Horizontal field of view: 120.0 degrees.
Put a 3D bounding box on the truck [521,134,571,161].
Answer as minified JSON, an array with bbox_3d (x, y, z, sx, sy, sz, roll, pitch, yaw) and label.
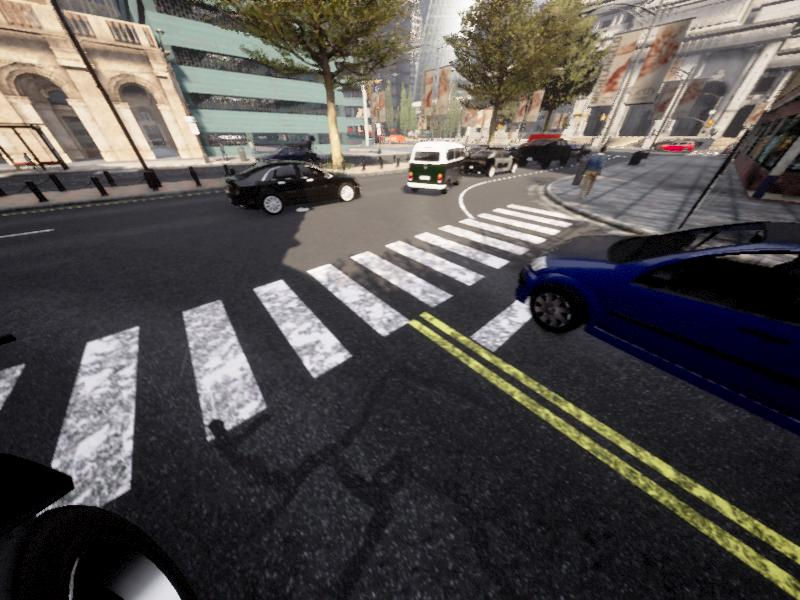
[{"bbox_3d":[17.239,-18.114,27.305,5.204,2.467,2.627,-27,43,-32],"label":"truck"}]

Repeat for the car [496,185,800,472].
[{"bbox_3d":[3.509,0.048,2.436,1.851,1.617,3.988,-25,42,-30],"label":"car"}]

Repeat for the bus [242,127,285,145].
[{"bbox_3d":[-43.013,-51.774,73.040,10.273,4.253,3.944,-24,42,-30],"label":"bus"}]

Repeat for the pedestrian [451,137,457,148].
[{"bbox_3d":[11.323,-32.803,48.206,0.751,1.860,0.751,-19,40,-25],"label":"pedestrian"}]

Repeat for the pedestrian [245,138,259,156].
[{"bbox_3d":[-18.408,-18.982,28.670,0.751,1.860,0.751,-29,44,-34],"label":"pedestrian"}]

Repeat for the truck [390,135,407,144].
[{"bbox_3d":[-0.577,-53.717,77.414,5.204,2.467,2.627,22,41,28],"label":"truck"}]

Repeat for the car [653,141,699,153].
[{"bbox_3d":[46.491,-25.911,39.042,4.611,1.667,2.242,30,45,35],"label":"car"}]

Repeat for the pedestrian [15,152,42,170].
[{"bbox_3d":[-26.923,-10.073,16.757,0.500,1.100,0.500,-27,43,-33],"label":"pedestrian"}]

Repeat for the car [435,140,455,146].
[{"bbox_3d":[12.991,-45.419,66.675,2.033,1.411,5.357,-26,43,-32],"label":"car"}]

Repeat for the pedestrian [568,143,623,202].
[{"bbox_3d":[7.397,-4.859,8.832,0.751,1.860,0.751,-21,41,-27],"label":"pedestrian"}]

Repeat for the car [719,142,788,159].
[{"bbox_3d":[46.483,-19.912,30.592,2.242,1.667,4.611,-27,43,-32],"label":"car"}]

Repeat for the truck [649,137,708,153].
[{"bbox_3d":[49.209,-27.563,41.004,2.390,2.098,6.274,-26,43,-32],"label":"truck"}]

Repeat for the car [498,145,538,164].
[{"bbox_3d":[12.322,-15.239,24.102,3.806,1.475,1.970,-27,43,-32],"label":"car"}]

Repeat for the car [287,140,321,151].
[{"bbox_3d":[-16.946,-27.463,41.020,4.902,1.511,2.128,-27,43,-32],"label":"car"}]

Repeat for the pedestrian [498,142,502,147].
[{"bbox_3d":[25.158,-39.216,58.189,0.500,1.100,0.500,-27,43,-33],"label":"pedestrian"}]

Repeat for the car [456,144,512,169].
[{"bbox_3d":[7.561,-12.918,20.679,5.238,1.638,1.930,-27,43,-32],"label":"car"}]

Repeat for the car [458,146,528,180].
[{"bbox_3d":[6.573,-9.738,16.197,5.238,1.638,1.930,-27,43,-32],"label":"car"}]

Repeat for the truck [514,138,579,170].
[{"bbox_3d":[13.193,-13.247,20.761,6.274,2.098,2.390,-27,43,-32],"label":"truck"}]

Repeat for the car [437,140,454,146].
[{"bbox_3d":[12.267,-42.806,63.008,1.994,1.385,4.181,-26,43,-32],"label":"car"}]

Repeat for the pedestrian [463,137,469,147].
[{"bbox_3d":[15.177,-36.331,53.183,0.751,1.860,0.751,15,38,20],"label":"pedestrian"}]

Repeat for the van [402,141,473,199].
[{"bbox_3d":[1.989,-6.660,11.507,2.069,2.038,4.480,15,38,20],"label":"van"}]

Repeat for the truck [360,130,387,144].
[{"bbox_3d":[-8.969,-54.547,77.391,8.468,3.827,2.891,15,38,20],"label":"truck"}]

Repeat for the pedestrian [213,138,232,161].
[{"bbox_3d":[-17.630,-14.964,23.011,0.751,1.860,0.751,-29,45,-35],"label":"pedestrian"}]

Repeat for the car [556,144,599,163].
[{"bbox_3d":[19.708,-16.278,25.553,4.902,1.511,2.128,-27,43,-32],"label":"car"}]

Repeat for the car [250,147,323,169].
[{"bbox_3d":[-9.994,-12.827,20.725,5.357,1.411,2.033,-27,43,-32],"label":"car"}]

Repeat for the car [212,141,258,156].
[{"bbox_3d":[-22.981,-21.232,32.298,4.786,1.482,2.161,-27,43,-32],"label":"car"}]

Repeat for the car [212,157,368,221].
[{"bbox_3d":[-3.823,-4.460,8.866,4.892,1.490,1.837,-27,43,-32],"label":"car"}]
